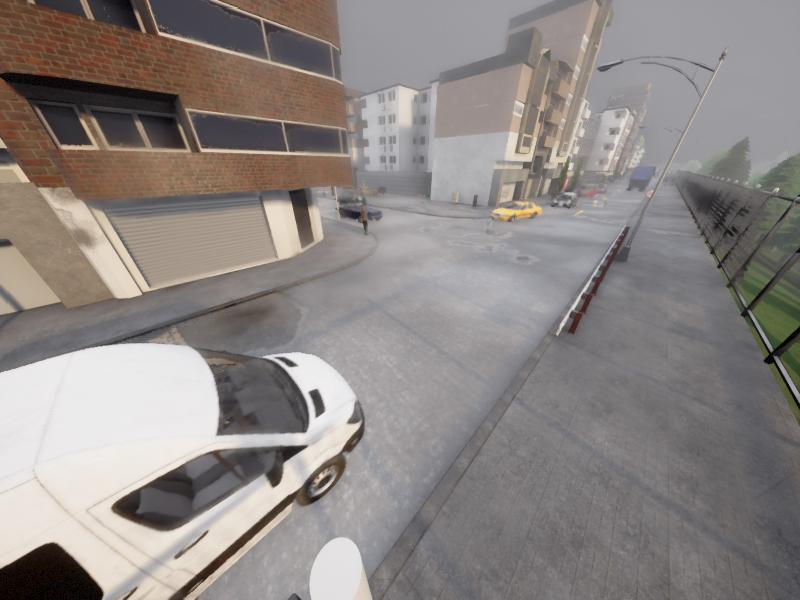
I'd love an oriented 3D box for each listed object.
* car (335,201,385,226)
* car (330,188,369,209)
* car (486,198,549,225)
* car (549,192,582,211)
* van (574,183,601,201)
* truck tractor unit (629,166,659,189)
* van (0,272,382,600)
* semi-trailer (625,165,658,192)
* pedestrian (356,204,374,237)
[{"bbox_3d":[-3.598,-7.715,20.282,1.895,1.301,4.718,-24,38,-36],"label":"car"},{"bbox_3d":[-5.935,-12.018,27.232,4.553,1.767,2.097,26,39,38],"label":"car"},{"bbox_3d":[10.291,-7.835,20.203,5.366,1.575,1.801,-16,34,-26],"label":"car"},{"bbox_3d":[18.893,-11.301,26.312,3.806,1.475,1.970,-27,39,-38],"label":"car"},{"bbox_3d":[26.825,-15.486,33.053,4.442,1.987,1.775,-26,39,-38],"label":"van"},{"bbox_3d":[55.171,-27.789,52.140,6.516,4.208,3.053,-27,39,-38],"label":"truck tractor unit"},{"bbox_3d":[-3.100,2.036,2.105,5.915,2.561,1.988,-27,39,-38],"label":"van"},{"bbox_3d":[49.573,-25.083,47.239,14.254,4.402,2.717,-26,39,-38],"label":"semi-trailer"},{"bbox_3d":[-2.244,-5.141,14.973,0.751,1.860,0.751,24,38,36],"label":"pedestrian"}]
